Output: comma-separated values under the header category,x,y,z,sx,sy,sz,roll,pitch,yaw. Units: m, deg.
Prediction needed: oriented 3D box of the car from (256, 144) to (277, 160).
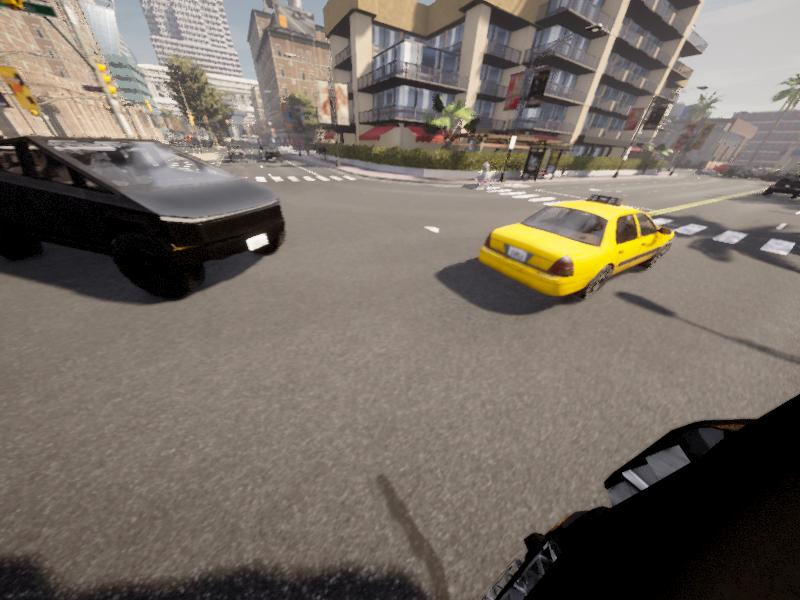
category,x,y,z,sx,sy,sz,roll,pitch,yaw
car,-18.628,-20.613,32.145,1.851,1.617,3.988,-16,38,-26

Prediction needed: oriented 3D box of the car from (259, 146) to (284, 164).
category,x,y,z,sx,sy,sz,roll,pitch,yaw
car,-15.400,-17.422,27.685,1.837,1.490,4.892,-16,38,-26

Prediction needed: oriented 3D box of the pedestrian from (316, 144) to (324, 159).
category,x,y,z,sx,sy,sz,roll,pitch,yaw
pedestrian,-11.775,-21.917,34.083,0.751,1.860,0.751,-15,38,-25

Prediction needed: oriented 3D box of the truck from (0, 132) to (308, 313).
category,x,y,z,sx,sy,sz,roll,pitch,yaw
truck,-5.442,-1.890,4.495,6.274,2.098,2.390,11,34,12

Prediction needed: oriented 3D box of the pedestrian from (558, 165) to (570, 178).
category,x,y,z,sx,sy,sz,roll,pitch,yaw
pedestrian,17.379,-13.633,24.513,0.500,1.100,0.500,-14,37,-24

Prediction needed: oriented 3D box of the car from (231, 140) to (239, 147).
category,x,y,z,sx,sy,sz,roll,pitch,yaw
car,-54.787,-51.931,76.633,1.801,1.575,5.366,-16,38,-26

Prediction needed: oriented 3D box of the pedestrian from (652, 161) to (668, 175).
category,x,y,z,sx,sy,sz,roll,pitch,yaw
pedestrian,41.345,-21.004,36.760,0.751,1.860,0.751,-17,39,-28

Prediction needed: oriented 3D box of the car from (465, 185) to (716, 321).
category,x,y,z,sx,sy,sz,roll,pitch,yaw
car,4.185,-1.428,5.001,5.366,1.575,1.801,-16,38,-26

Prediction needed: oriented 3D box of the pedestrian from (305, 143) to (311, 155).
category,x,y,z,sx,sy,sz,roll,pitch,yaw
pedestrian,-16.635,-27.225,41.711,0.751,1.860,0.751,-12,36,-22

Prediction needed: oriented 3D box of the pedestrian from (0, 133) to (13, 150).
category,x,y,z,sx,sy,sz,roll,pitch,yaw
pedestrian,-41.488,-16.543,23.720,0.751,1.860,0.751,-11,36,-21

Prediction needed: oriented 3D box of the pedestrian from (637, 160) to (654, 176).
category,x,y,z,sx,sy,sz,roll,pitch,yaw
pedestrian,35.208,-18.875,33.084,0.751,1.860,0.751,-15,38,-25

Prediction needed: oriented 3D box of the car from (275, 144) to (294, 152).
category,x,y,z,sx,sy,sz,roll,pitch,yaw
car,-27.586,-36.377,55.285,3.633,1.501,1.845,-16,38,-27

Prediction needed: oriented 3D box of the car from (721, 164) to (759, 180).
category,x,y,z,sx,sy,sz,roll,pitch,yaw
car,60.842,-23.051,41.489,2.150,2.045,5.566,27,40,31

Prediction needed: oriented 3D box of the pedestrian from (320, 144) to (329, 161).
category,x,y,z,sx,sy,sz,roll,pitch,yaw
pedestrian,-9.998,-19.502,30.580,0.751,1.860,0.751,-18,39,-28

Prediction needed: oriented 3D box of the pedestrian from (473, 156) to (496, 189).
category,x,y,z,sx,sy,sz,roll,pitch,yaw
pedestrian,5.705,-8.644,15.694,0.751,1.860,0.751,-16,38,-26

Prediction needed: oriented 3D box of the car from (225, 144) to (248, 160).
category,x,y,z,sx,sy,sz,roll,pitch,yaw
car,-21.311,-19.369,30.139,2.007,1.525,4.514,-16,38,-26

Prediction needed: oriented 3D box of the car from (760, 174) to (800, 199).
category,x,y,z,sx,sy,sz,roll,pitch,yaw
car,33.368,-9.767,19.769,3.988,1.617,1.851,-16,38,-26

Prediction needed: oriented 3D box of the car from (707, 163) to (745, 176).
category,x,y,z,sx,sy,sz,roll,pitch,yaw
car,72.319,-29.099,51.477,2.150,2.045,5.566,15,35,18

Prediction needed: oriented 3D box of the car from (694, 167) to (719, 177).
category,x,y,z,sx,sy,sz,roll,pitch,yaw
car,59.305,-24.865,44.769,1.895,1.301,4.718,27,40,31

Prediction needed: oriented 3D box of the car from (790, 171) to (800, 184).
category,x,y,z,sx,sy,sz,roll,pitch,yaw
car,64.447,-19.205,36.122,1.905,1.878,3.866,27,40,31

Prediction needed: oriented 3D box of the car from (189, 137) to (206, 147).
category,x,y,z,sx,sy,sz,roll,pitch,yaw
car,-51.191,-39.953,58.410,2.150,2.045,5.566,-16,38,-26

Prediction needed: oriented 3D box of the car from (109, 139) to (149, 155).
category,x,y,z,sx,sy,sz,roll,pitch,yaw
car,-34.438,-19.640,29.536,1.882,1.535,5.008,-16,38,-26

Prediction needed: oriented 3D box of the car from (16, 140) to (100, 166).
category,x,y,z,sx,sy,sz,roll,pitch,yaw
car,-26.055,-11.471,17.905,1.837,1.490,4.892,-16,38,-26

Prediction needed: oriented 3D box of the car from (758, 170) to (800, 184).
category,x,y,z,sx,sy,sz,roll,pitch,yaw
car,60.673,-19.770,36.988,2.242,1.667,4.611,27,40,31

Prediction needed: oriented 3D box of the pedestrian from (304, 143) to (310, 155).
category,x,y,z,sx,sy,sz,roll,pitch,yaw
pedestrian,-17.271,-28.013,42.849,0.751,1.860,0.751,-9,35,-17

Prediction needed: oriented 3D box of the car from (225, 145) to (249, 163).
category,x,y,z,sx,sy,sz,roll,pitch,yaw
car,-18.163,-16.328,25.772,1.789,1.549,3.705,-16,38,-26
